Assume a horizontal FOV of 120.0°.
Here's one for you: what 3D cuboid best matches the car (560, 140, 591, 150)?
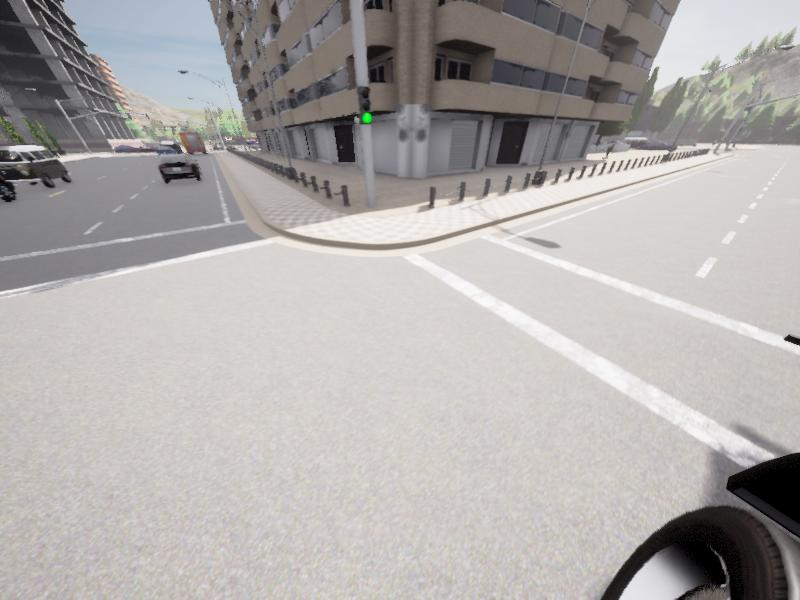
[{"bbox_3d":[38.373,-34.011,50.654,2.033,1.649,4.856,-22,40,-28],"label":"car"}]

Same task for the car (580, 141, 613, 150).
[{"bbox_3d":[42.786,-33.885,50.498,1.882,1.535,5.008,-22,40,-28],"label":"car"}]

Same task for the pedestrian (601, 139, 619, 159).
[{"bbox_3d":[24.414,-17.573,26.844,0.751,1.860,0.751,-29,44,-34],"label":"pedestrian"}]

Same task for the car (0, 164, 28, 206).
[{"bbox_3d":[-17.748,-4.427,8.805,1.932,1.855,4.605,-22,40,-28],"label":"car"}]

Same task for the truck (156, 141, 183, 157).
[{"bbox_3d":[-40.147,-26.517,40.430,2.390,2.098,6.274,-22,41,-28],"label":"truck"}]

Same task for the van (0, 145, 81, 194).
[{"bbox_3d":[-21.604,-7.677,13.350,2.069,2.038,4.480,-22,40,-28],"label":"van"}]

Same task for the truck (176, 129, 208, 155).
[{"bbox_3d":[-39.313,-30.007,43.897,2.891,3.827,8.468,-22,41,-28],"label":"truck"}]

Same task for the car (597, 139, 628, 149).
[{"bbox_3d":[47.948,-35.360,52.242,1.932,1.855,4.605,-19,39,-25],"label":"car"}]

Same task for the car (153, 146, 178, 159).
[{"bbox_3d":[-35.513,-22.481,35.096,1.882,1.535,5.008,-22,40,-28],"label":"car"}]

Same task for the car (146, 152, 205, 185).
[{"bbox_3d":[-15.000,-9.066,15.739,2.163,1.488,4.792,-22,40,-28],"label":"car"}]

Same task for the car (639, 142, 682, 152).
[{"bbox_3d":[46.371,-27.372,41.237,1.812,1.442,4.674,-21,40,-27],"label":"car"}]

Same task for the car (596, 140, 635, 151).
[{"bbox_3d":[42.517,-30.637,45.790,2.152,1.651,5.027,-22,40,-28],"label":"car"}]

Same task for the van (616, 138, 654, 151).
[{"bbox_3d":[46.562,-31.010,45.908,2.069,2.038,4.480,-22,41,-28],"label":"van"}]
